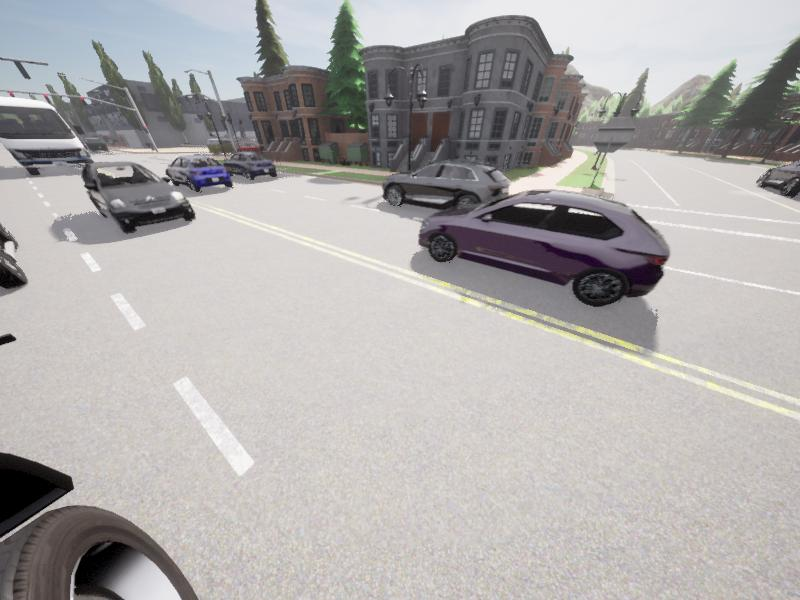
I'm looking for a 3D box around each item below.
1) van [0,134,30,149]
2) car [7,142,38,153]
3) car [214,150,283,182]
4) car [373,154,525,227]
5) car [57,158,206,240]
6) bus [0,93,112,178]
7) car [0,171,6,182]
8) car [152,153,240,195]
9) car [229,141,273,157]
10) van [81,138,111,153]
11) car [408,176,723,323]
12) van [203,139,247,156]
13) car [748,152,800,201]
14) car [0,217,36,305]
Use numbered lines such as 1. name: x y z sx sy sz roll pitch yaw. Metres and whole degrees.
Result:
1. van: -80.319 -32.993 48.062 6.366 2.431 2.351 22 41 28
2. car: -60.735 -24.603 37.182 5.357 1.411 2.033 22 41 28
3. car: -9.996 -8.904 15.205 4.193 1.474 1.816 22 41 28
4. car: 1.571 -4.267 8.575 4.856 1.649 2.033 22 41 27
5. car: -8.356 -3.363 7.235 3.988 1.617 1.851 22 41 28
6. bus: -27.181 -12.200 17.346 10.273 4.253 3.944 22 41 28
7. car: -25.393 -7.809 13.491 3.633 1.501 1.845 22 41 28
8. car: -10.679 -6.721 12.101 4.193 1.474 1.816 22 41 28
9. car: -21.535 -21.982 33.525 2.242 1.667 4.611 22 41 28
10. van: -49.488 -25.185 37.590 4.442 1.987 1.775 22 41 28
11. car: 2.441 -1.382 4.615 4.193 1.474 1.816 22 41 28
12. van: -25.435 -22.417 33.838 1.775 1.987 4.442 22 41 28
13. car: 19.732 -5.919 10.983 2.033 1.649 4.856 24 41 30
14. car: -8.696 -1.155 3.859 4.605 1.855 1.932 22 41 28
